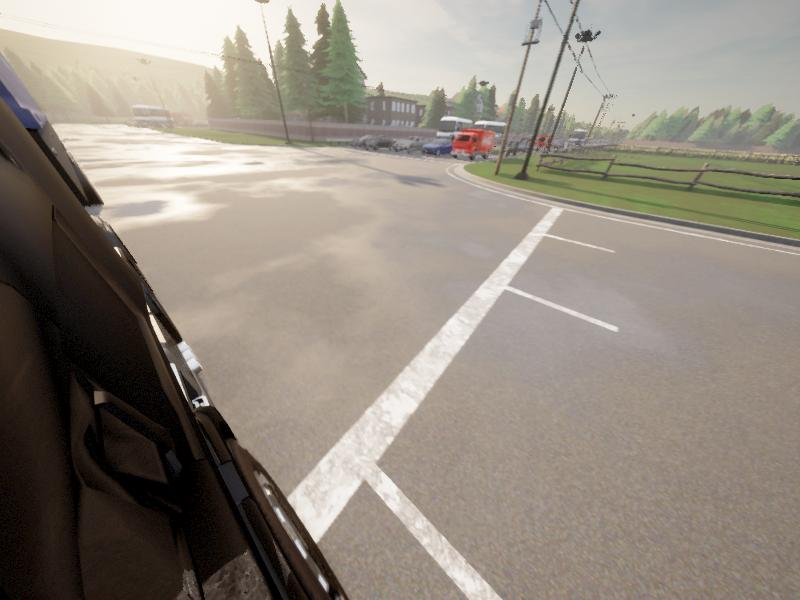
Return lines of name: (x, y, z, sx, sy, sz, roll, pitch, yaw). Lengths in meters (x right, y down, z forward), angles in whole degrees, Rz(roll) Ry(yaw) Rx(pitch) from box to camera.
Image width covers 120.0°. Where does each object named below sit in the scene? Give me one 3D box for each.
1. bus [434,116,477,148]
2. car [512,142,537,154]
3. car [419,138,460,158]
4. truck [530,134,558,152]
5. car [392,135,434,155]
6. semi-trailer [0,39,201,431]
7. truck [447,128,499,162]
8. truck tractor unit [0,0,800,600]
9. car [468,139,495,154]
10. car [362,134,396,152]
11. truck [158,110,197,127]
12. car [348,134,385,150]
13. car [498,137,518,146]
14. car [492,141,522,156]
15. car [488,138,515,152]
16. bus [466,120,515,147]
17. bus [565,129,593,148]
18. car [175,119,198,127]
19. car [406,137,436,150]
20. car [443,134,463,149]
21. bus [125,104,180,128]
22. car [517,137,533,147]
bus: (10.416, -31.224, 43.036, 3.944, 4.253, 10.273, 21, 40, 23)
car: (18.871, -23.124, 35.083, 1.994, 1.385, 4.181, 28, 43, 30)
car: (4.321, -16.464, 24.945, 1.882, 1.535, 5.008, 28, 43, 30)
truck: (26.092, -28.499, 41.940, 2.627, 2.467, 5.204, 28, 42, 30)
car: (1.508, -17.827, 26.526, 2.152, 1.651, 5.027, 28, 43, 30)
semi-trailer: (-8.695, -3.600, 4.243, 14.254, 4.402, 2.717, 28, 43, 30)
truck: (7.352, -15.635, 23.261, 2.627, 2.467, 5.204, 28, 43, 30)
truck tractor unit: (-2.645, -0.295, 0.351, 6.516, 4.208, 3.053, 28, 44, 30)
car: (11.255, -21.202, 31.875, 1.970, 1.475, 3.806, 28, 43, 30)
car: (-2.404, -18.330, 26.993, 1.789, 1.549, 3.705, 27, 43, 29)
truck: (-72.633, -59.319, 75.697, 2.891, 3.827, 8.468, 11, 37, 10)
car: (-4.188, -20.374, 29.731, 1.812, 1.442, 4.674, 28, 44, 29)
car: (25.765, -37.676, 55.016, 2.152, 1.651, 5.027, 31, 45, 33)
car: (14.010, -19.846, 30.188, 2.007, 1.525, 4.514, 28, 43, 30)
car: (16.185, -24.661, 36.724, 2.242, 1.667, 4.611, 28, 43, 30)
bus: (19.824, -36.319, 50.566, 10.273, 4.253, 3.944, -22, 43, -29)
bus: (52.452, -47.186, 67.479, 3.944, 4.253, 10.273, 28, 43, 30)
car: (-66.817, -55.376, 72.410, 1.932, 1.855, 4.605, 11, 37, 10)
car: (3.034, -21.998, 32.480, 1.994, 1.385, 4.181, 28, 43, 30)
car: (8.808, -26.412, 38.399, 1.905, 1.878, 3.866, 20, 40, 21)
bus: (-60.904, -45.458, 57.399, 3.944, 4.253, 10.273, -5, 37, -11)
car: (29.226, -36.967, 54.063, 1.905, 1.878, 3.866, 28, 43, 30)
